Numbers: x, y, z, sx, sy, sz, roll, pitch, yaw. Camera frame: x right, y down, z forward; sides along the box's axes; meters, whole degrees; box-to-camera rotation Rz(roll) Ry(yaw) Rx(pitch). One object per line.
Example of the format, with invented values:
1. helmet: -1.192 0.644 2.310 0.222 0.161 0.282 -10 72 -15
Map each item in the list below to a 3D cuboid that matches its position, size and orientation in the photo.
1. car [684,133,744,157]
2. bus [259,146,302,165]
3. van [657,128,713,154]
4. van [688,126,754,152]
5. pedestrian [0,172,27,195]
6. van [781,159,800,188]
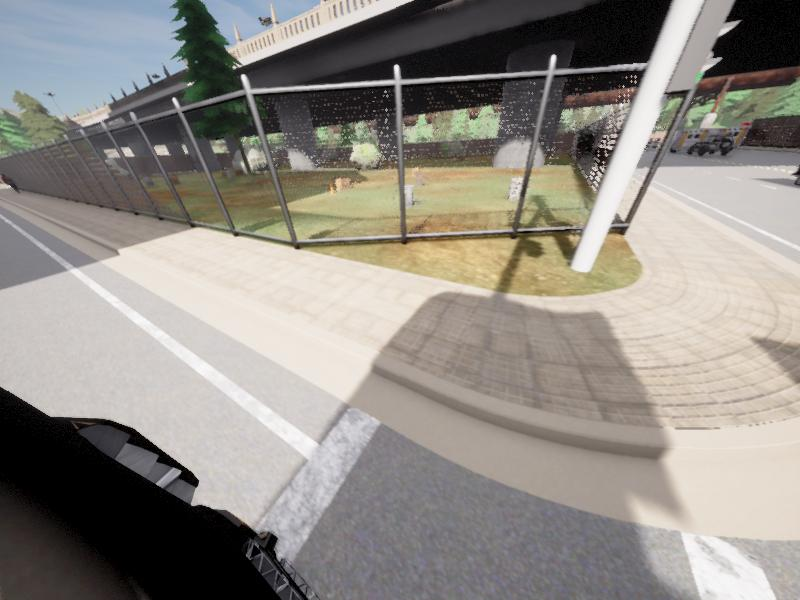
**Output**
1. car: 32.730 -16.297 24.302 1.932 1.855 4.605 15 38 26
2. bus: -36.308 -44.414 70.912 3.944 4.253 10.273 26 43 37
3. van: 37.053 -20.852 30.351 2.351 2.431 6.366 15 38 26
4. van: 40.613 -20.541 29.568 2.351 2.431 6.366 15 38 26
5. pedestrian: -38.005 -11.372 22.584 0.751 1.860 0.751 14 37 24
6. van: 17.446 -4.952 8.288 1.775 1.987 4.442 15 38 26
